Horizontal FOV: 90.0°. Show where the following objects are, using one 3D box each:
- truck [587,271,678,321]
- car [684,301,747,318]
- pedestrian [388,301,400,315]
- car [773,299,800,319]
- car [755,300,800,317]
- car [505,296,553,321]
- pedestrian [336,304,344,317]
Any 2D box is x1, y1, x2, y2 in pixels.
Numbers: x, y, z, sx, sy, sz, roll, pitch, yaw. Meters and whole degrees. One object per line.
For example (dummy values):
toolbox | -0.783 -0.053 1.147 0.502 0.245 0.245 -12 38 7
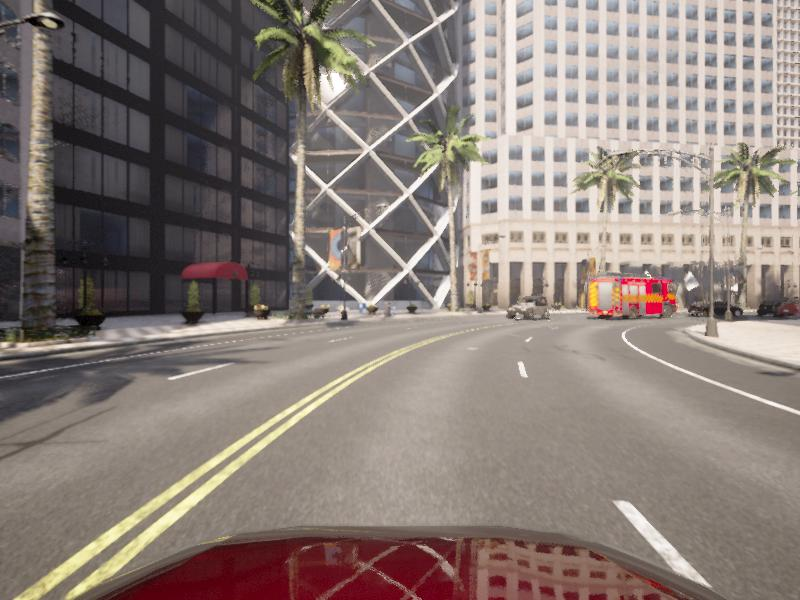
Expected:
truck | 20.089 -0.323 34.328 8.468 3.827 2.891 0 0 -30
car | 29.375 0.845 37.306 4.892 1.490 1.837 0 0 -11
pedestrian | -0.564 0.757 37.809 0.751 1.300 0.751 0 0 44
car | 35.594 0.783 34.637 5.027 1.651 2.152 0 0 -7
car | 36.815 0.791 38.477 3.988 1.617 1.851 0 0 -6
car | 10.269 0.642 31.775 3.866 1.878 1.905 0 0 -42
pedestrian | -5.011 0.856 33.461 0.500 1.100 0.500 0 0 43
